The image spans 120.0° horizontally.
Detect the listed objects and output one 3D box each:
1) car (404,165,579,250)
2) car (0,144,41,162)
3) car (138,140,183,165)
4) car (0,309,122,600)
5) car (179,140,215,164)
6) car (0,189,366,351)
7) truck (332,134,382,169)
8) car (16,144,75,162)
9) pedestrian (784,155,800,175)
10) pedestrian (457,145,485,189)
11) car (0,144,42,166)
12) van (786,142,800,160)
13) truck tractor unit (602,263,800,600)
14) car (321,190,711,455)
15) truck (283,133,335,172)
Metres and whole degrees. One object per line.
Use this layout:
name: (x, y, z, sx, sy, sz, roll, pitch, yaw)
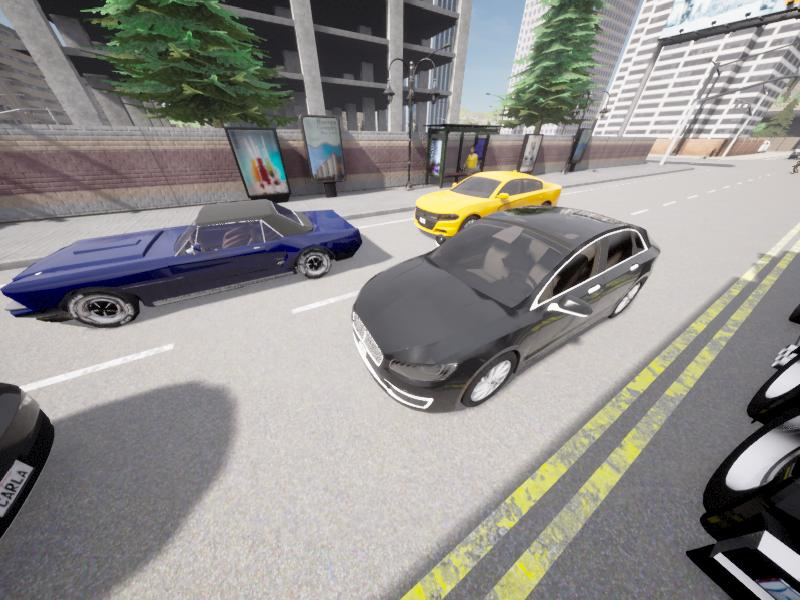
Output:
car: (2.771, -3.063, 7.069, 5.008, 1.535, 1.882, -18, 39, -24)
car: (-45.635, -17.214, 26.953, 2.128, 1.511, 4.902, -18, 39, -25)
car: (-23.720, -14.790, 23.070, 1.905, 1.878, 3.866, -18, 39, -24)
car: (-4.522, 1.647, 0.292, 4.892, 1.490, 1.837, -18, 39, -25)
car: (-21.175, -15.624, 24.286, 1.905, 1.878, 3.866, -18, 39, -24)
car: (-3.233, -1.005, 4.282, 4.718, 1.301, 1.895, -18, 39, -24)
truck: (-4.005, -13.769, 21.295, 2.615, 2.467, 5.204, -18, 39, -24)
car: (-42.008, -17.634, 27.560, 1.882, 1.535, 5.008, -18, 39, -25)
pedestrian: (32.373, -11.128, 18.542, 0.751, 1.860, 0.751, -21, 40, -27)
pedestrian: (3.608, -6.809, 11.863, 0.751, 1.860, 0.751, -26, 42, -32)
car: (-38.573, -14.310, 22.752, 1.851, 1.617, 3.988, -18, 39, -25)
van: (61.189, -22.548, 34.599, 5.915, 2.561, 1.988, -18, 39, -24)
truck tractor unit: (5.107, -0.304, 0.783, 6.516, 4.208, 3.053, -18, 39, -24)
car: (1.720, -0.393, 3.267, 4.892, 1.490, 1.837, -18, 39, -24)
truck: (-7.736, -12.547, 19.513, 2.615, 2.467, 5.204, -18, 39, -24)
